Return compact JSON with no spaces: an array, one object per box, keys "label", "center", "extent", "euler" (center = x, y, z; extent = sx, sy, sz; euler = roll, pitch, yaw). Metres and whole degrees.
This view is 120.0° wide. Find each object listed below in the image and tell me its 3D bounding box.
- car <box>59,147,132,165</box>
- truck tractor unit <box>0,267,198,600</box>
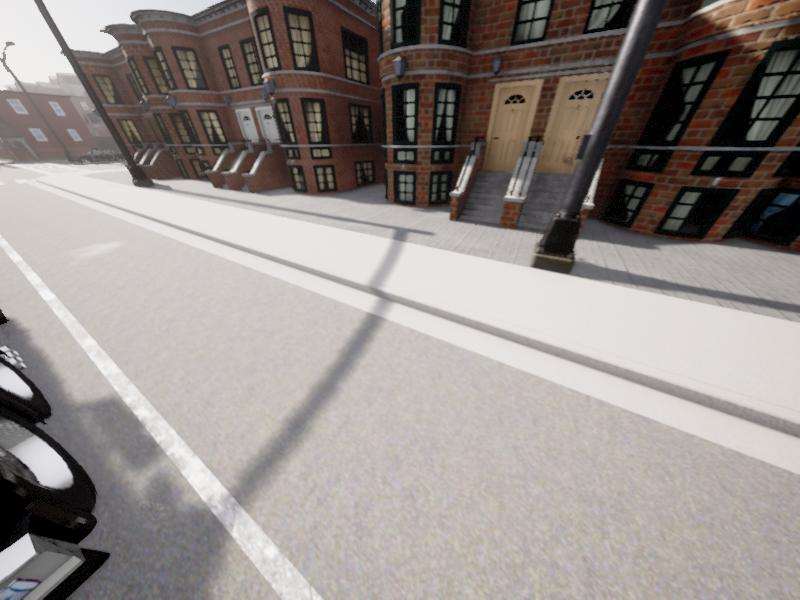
[{"label":"car","center":[-38.568,-18.408,29.476],"extent":[1.930,1.638,5.238],"euler":[18,39,24]},{"label":"truck tractor unit","center":[-5.121,-0.288,0.772],"extent":[6.516,4.208,3.053],"euler":[18,39,24]}]
